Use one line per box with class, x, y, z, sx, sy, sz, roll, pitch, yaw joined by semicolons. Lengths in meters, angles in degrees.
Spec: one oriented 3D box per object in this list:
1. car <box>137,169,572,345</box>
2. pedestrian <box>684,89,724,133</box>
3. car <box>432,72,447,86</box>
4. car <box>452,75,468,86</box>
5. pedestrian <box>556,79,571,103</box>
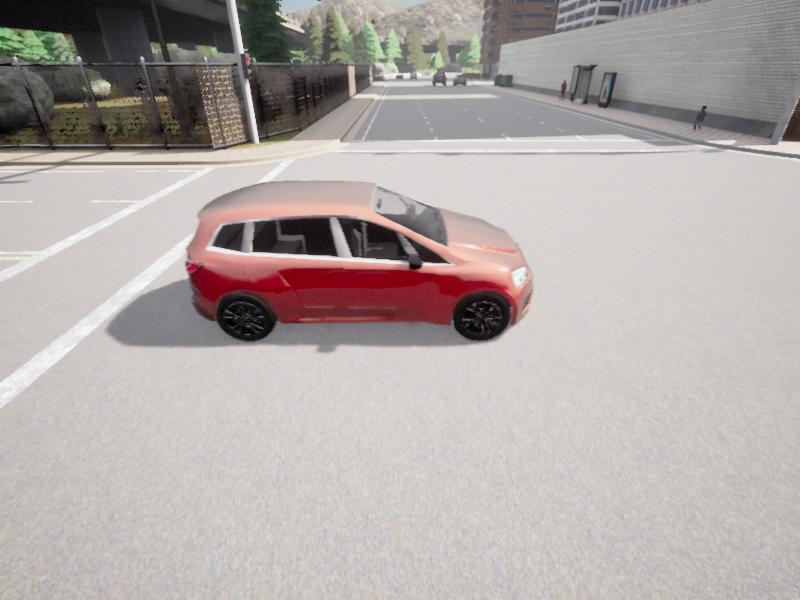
car;-0.479;-0.721;5.627;4.611;1.667;2.242;0;30;0
pedestrian;14.776;-9.213;19.501;0.751;1.860;0.751;-1;30;-2
car;6.960;-39.156;70.881;2.150;2.045;5.566;0;30;0
car;10.461;-38.362;69.905;2.033;1.649;4.856;0;30;0
pedestrian;14.594;-18.693;35.705;0.751;1.860;0.751;2;30;3
